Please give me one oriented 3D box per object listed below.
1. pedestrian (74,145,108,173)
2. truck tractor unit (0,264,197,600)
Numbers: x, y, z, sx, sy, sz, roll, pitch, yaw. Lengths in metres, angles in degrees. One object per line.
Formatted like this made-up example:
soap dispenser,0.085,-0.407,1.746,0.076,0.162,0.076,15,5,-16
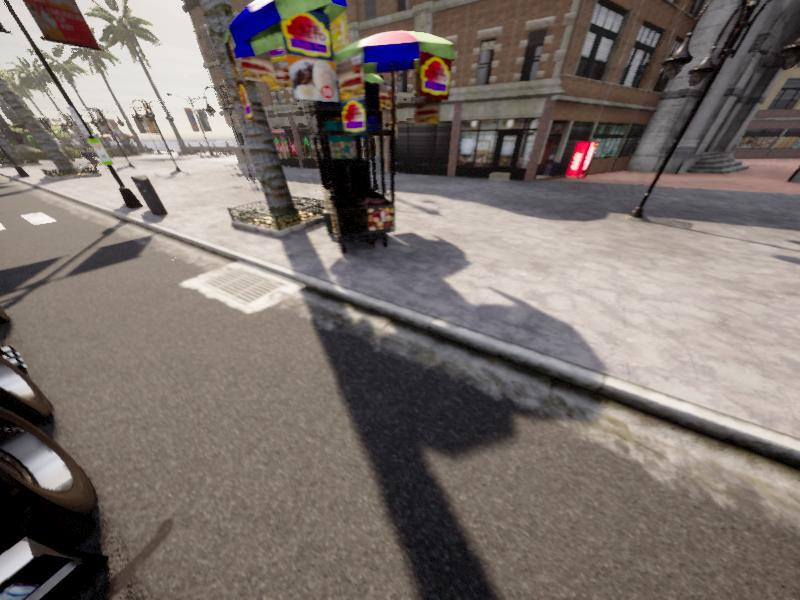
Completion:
pedestrian,-25.023,-11.390,18.712,0.751,1.860,0.751,17,39,24
truck tractor unit,-5.113,-0.297,0.786,6.516,4.208,3.053,18,39,24
